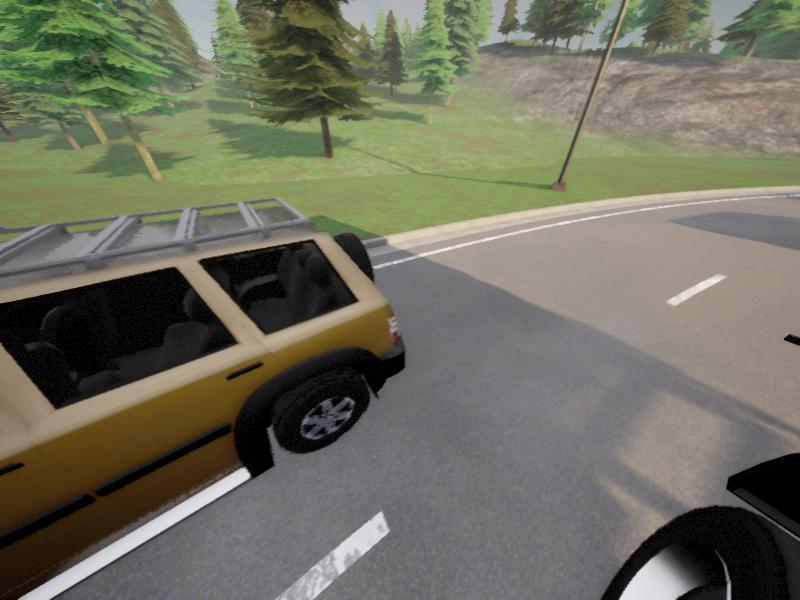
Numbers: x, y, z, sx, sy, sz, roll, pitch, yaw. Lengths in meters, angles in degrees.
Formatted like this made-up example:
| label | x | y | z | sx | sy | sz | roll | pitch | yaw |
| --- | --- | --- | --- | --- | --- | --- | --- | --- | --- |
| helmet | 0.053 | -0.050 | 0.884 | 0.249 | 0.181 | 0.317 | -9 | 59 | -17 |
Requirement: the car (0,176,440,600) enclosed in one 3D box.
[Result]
| label | x | y | z | sx | sy | sz | roll | pitch | yaw |
| --- | --- | --- | --- | --- | --- | --- | --- | --- | --- |
| car | -2.184 | 0.497 | 1.547 | 4.605 | 1.855 | 1.932 | -22 | 40 | -28 |
